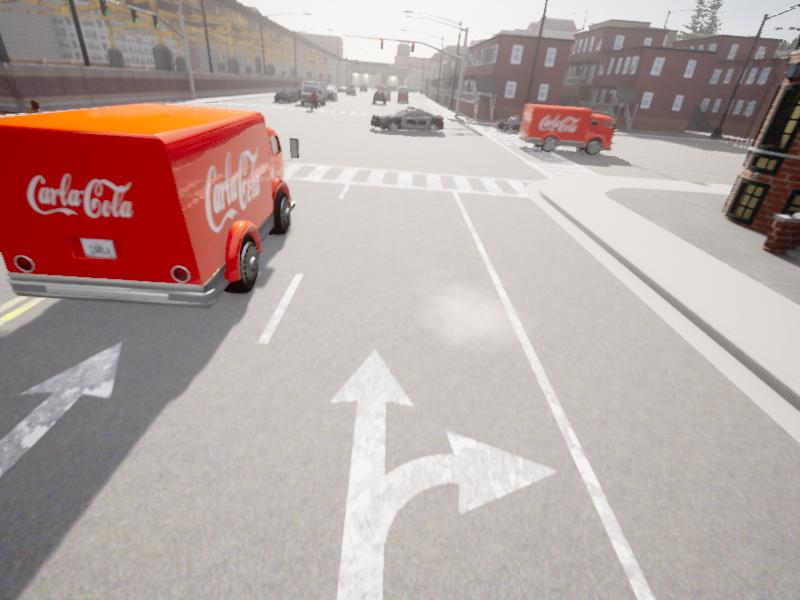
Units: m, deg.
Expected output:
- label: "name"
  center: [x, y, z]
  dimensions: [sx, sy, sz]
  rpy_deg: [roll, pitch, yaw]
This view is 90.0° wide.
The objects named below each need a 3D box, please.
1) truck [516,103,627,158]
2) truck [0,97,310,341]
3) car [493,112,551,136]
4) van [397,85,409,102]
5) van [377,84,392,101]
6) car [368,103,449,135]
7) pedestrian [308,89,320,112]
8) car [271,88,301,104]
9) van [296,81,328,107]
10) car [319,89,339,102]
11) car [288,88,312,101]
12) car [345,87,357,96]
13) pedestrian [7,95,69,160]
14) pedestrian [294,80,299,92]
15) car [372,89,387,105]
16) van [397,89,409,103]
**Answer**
- label: "truck"
  center: [10.085, -10.262, 24.109]
  dimensions: [5.204, 2.467, 2.627]
  rpy_deg: [5, 29, 1]
- label: "truck"
  center: [-3.446, -1.890, 6.794]
  dimensions: [2.627, 2.467, 5.204]
  rpy_deg: [4, 28, -1]
- label: "car"
  center: [10.171, -14.800, 33.611]
  dimensions: [4.181, 1.385, 1.994]
  rpy_deg: [4, 28, -1]
- label: "van"
  center: [0.598, -38.970, 75.408]
  dimensions: [1.988, 2.561, 5.915]
  rpy_deg: [4, 29, -1]
- label: "van"
  center: [-2.894, -38.554, 74.260]
  dimensions: [2.351, 2.431, 6.366]
  rpy_deg: [4, 28, -2]
- label: "car"
  center: [0.576, -12.698, 28.088]
  dimensions: [5.238, 1.638, 1.930]
  rpy_deg: [-7, 30, -21]
- label: "pedestrian"
  center: [-8.234, -19.153, 38.402]
  dimensions: [0.751, 1.860, 0.751]
  rpy_deg: [15, 30, 18]
- label: "car"
  center: [-13.603, -24.567, 48.117]
  dimensions: [2.033, 1.411, 5.357]
  rpy_deg: [4, 29, -2]
- label: "van"
  center: [-10.087, -24.081, 46.646]
  dimensions: [2.351, 2.431, 6.366]
  rpy_deg: [4, 28, -2]
- label: "car"
  center: [-10.045, -29.195, 57.128]
  dimensions: [2.033, 1.411, 5.357]
  rpy_deg: [4, 28, -2]
- label: "car"
  center: [-13.555, -28.175, 54.751]
  dimensions: [2.033, 1.411, 5.357]
  rpy_deg: [4, 29, -2]
- label: "car"
  center: [-9.862, -42.121, 80.794]
  dimensions: [1.837, 1.490, 4.892]
  rpy_deg: [4, 28, -2]
- label: "pedestrian"
  center: [-11.691, -5.586, 12.989]
  dimensions: [0.751, 1.860, 0.751]
  rpy_deg: [0, 29, -7]
- label: "pedestrian"
  center: [-19.032, -39.325, 73.587]
  dimensions: [0.751, 1.860, 0.751]
  rpy_deg: [7, 29, 5]
- label: "car"
  center: [-3.023, -30.429, 59.891]
  dimensions: [1.932, 1.855, 4.605]
  rpy_deg: [4, 28, -2]
- label: "van"
  center: [0.539, -35.368, 69.354]
  dimensions: [1.775, 1.987, 4.442]
  rpy_deg: [3, 28, -1]
